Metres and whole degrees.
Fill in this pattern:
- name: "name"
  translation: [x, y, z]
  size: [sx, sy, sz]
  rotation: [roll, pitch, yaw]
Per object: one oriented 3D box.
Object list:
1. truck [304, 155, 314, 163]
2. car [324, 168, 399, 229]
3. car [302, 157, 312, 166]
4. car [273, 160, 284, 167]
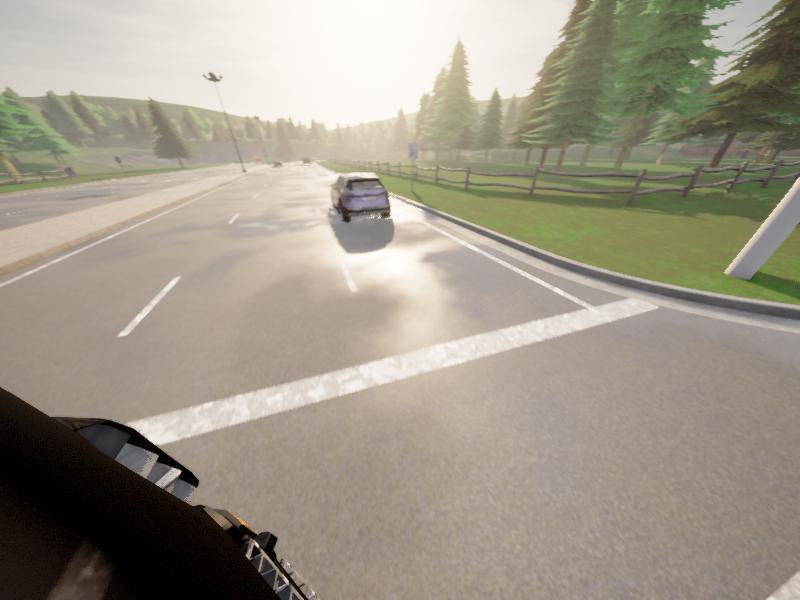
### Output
- name: "truck"
  translation: [-37.112, -57.770, 94.457]
  size: [2.627, 2.467, 5.204]
  rotation: [-4, 32, -5]
- name: "car"
  translation: [-1.880, -4.630, 10.002]
  size: [2.033, 1.649, 4.856]
  rotation: [-12, 34, -17]
- name: "car"
  translation: [-26.691, -39.660, 65.874]
  size: [2.150, 2.045, 5.566]
  rotation: [-12, 34, -16]
- name: "car"
  translation: [-31.243, -35.089, 59.341]
  size: [1.837, 1.490, 4.892]
  rotation: [-12, 34, -16]
